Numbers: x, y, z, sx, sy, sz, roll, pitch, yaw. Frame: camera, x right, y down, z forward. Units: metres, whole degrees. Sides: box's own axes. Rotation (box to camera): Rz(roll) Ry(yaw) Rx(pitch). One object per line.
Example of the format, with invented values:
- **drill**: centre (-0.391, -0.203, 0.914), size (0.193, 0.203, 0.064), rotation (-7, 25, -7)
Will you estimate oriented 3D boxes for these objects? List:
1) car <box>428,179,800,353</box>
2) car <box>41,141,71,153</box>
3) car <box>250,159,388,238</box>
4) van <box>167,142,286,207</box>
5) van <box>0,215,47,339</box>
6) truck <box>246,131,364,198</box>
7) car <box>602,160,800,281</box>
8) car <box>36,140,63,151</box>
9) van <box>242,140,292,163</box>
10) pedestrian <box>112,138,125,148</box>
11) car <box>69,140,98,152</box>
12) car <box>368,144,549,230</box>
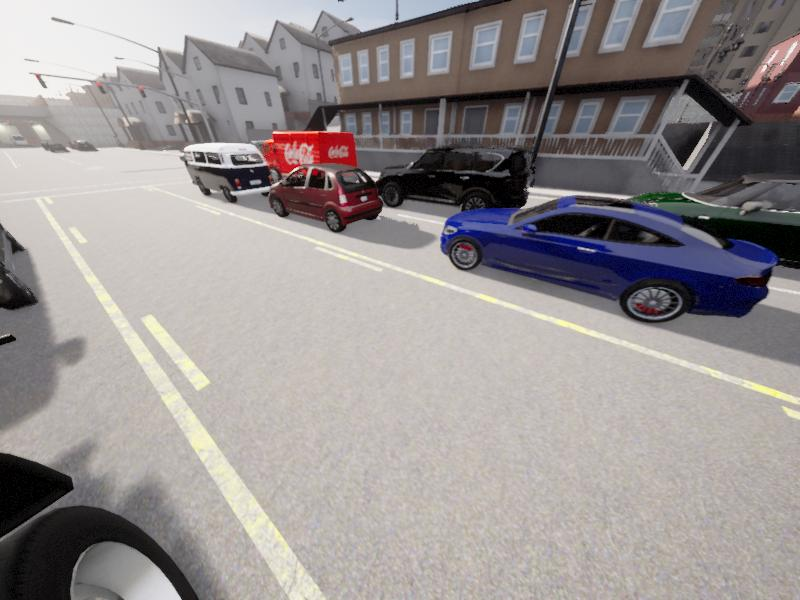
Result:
- **car**: centre (3.067, -1.106, 4.262), size (4.674, 1.442, 1.812), rotation (22, 41, 28)
- **car**: centre (-59.428, -26.460, 39.898), size (4.514, 1.525, 2.007), rotation (22, 41, 28)
- **car**: centre (-2.549, -3.458, 7.428), size (3.988, 1.617, 1.851), rotation (22, 41, 28)
- **van**: centre (-7.580, -5.675, 10.172), size (4.480, 2.038, 2.069), rotation (22, 41, 28)
- **van**: centre (-8.208, -1.213, 3.394), size (5.915, 2.561, 1.988), rotation (22, 41, 28)
- **truck**: centre (-4.778, -7.087, 11.822), size (5.204, 2.467, 2.627), rotation (23, 41, 29)
- **car**: centre (7.660, -1.851, 5.046), size (4.553, 1.767, 2.097), rotation (22, 41, 28)
- **car**: centre (-67.108, -29.650, 44.224), size (5.238, 1.638, 1.930), rotation (22, 41, 28)
- **van**: centre (-15.811, -17.942, 27.748), size (1.775, 1.987, 4.442), rotation (22, 43, 28)
- **pedestrian**: centre (-61.392, -34.267, 50.323), size (0.751, 1.860, 0.751), rotation (-7, 36, -9)
- **car**: centre (-59.111, -28.828, 43.183), size (4.611, 1.667, 2.242), rotation (22, 41, 28)
- **car**: centre (1.723, -4.348, 8.337), size (5.566, 2.045, 2.150), rotation (22, 41, 28)
